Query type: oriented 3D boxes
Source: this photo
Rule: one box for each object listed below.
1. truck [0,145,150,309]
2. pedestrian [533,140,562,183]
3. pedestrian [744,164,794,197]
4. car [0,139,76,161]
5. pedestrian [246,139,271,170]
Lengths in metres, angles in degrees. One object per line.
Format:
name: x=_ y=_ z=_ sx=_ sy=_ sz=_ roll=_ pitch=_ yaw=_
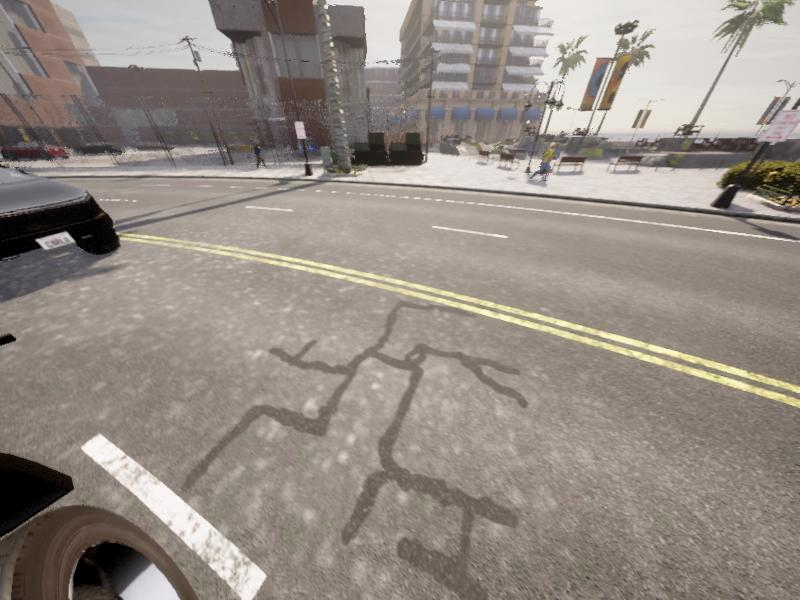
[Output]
truck: x=-9.264 y=-1.638 z=4.352 sx=6.274 sy=2.098 sz=2.390 roll=5 pitch=36 yaw=7
pedestrian: x=7.764 y=-7.323 z=12.251 sx=0.751 sy=1.860 sz=0.751 roll=15 pitch=38 yaw=20
pedestrian: x=15.289 y=-4.964 z=9.602 sx=0.500 sy=1.100 sz=0.500 roll=19 pitch=40 yaw=25
car: x=-38.136 y=-15.599 z=24.019 sx=4.553 sy=1.767 sz=2.185 roll=-5 pitch=36 yaw=-7
pedestrian: x=-10.200 y=-10.512 z=16.710 sx=0.751 sy=1.860 sz=0.751 roll=3 pitch=36 yaw=4
